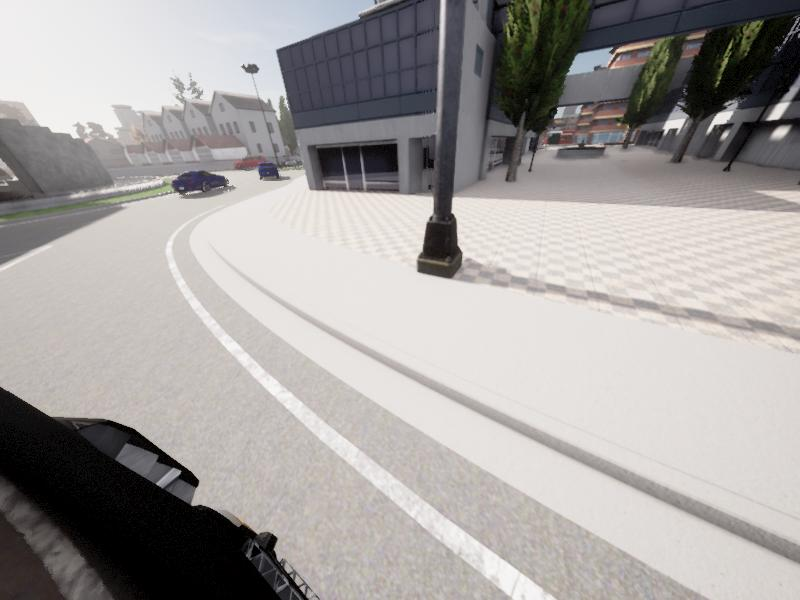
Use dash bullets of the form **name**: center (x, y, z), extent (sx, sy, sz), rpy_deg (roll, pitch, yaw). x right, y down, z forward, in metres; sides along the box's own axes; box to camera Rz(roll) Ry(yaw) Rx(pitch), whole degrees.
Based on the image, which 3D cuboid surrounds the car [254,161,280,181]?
- **car**: center (-14.591, -14.269, 25.338), extent (1.882, 1.535, 5.008), rpy_deg (-17, 36, -21)

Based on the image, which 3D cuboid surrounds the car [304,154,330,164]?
- **car**: center (-17.957, -30.640, 50.227), extent (2.033, 1.649, 4.856), rpy_deg (15, 38, 26)

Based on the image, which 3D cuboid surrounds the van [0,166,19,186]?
- **van**: center (-63.767, -19.562, 36.565), extent (5.915, 2.561, 1.988), rpy_deg (15, 38, 25)

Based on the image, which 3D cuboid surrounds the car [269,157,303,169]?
- **car**: center (-20.598, -24.891, 41.864), extent (2.038, 1.542, 4.974), rpy_deg (22, 41, 33)

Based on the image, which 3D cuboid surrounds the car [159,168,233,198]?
- **car**: center (-15.162, -9.039, 17.585), extent (1.812, 1.442, 4.674), rpy_deg (-5, 34, -4)

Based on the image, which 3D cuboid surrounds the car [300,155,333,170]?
- **car**: center (-13.018, -21.739, 36.351), extent (2.242, 1.667, 4.611), rpy_deg (9, 36, 19)

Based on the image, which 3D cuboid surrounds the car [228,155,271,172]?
- **car**: center (-26.383, -24.093, 40.680), extent (5.566, 2.045, 2.150), rpy_deg (-30, 42, -33)
